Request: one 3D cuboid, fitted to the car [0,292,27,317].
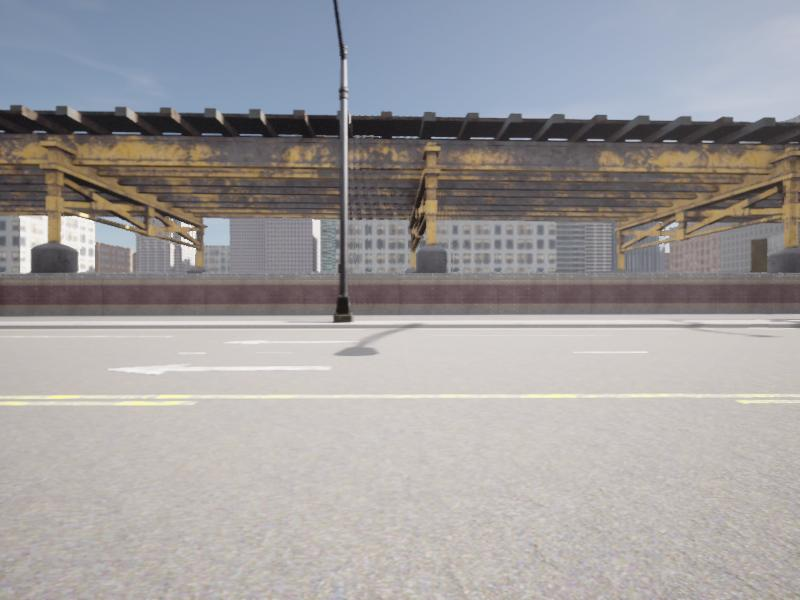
[{"bbox_3d":[-26.593,0.259,25.934,4.974,1.542,2.038,0,0,29],"label":"car"}]
